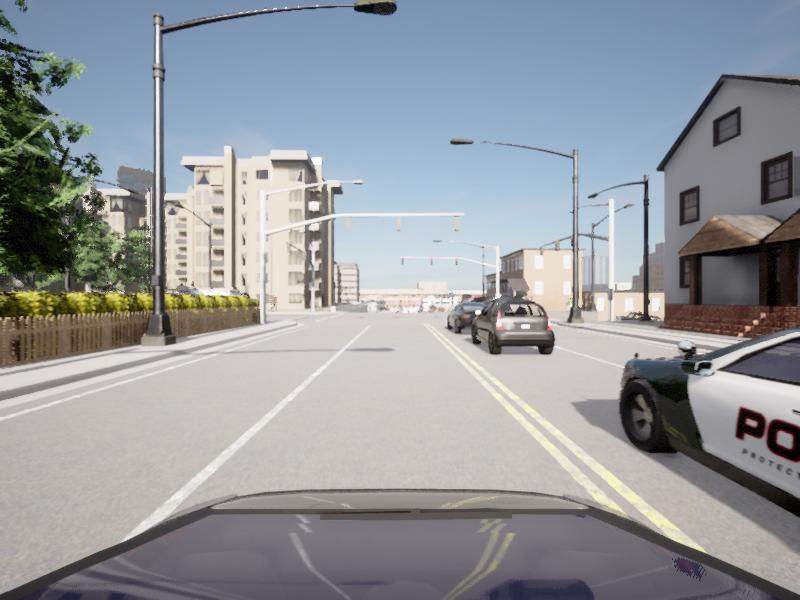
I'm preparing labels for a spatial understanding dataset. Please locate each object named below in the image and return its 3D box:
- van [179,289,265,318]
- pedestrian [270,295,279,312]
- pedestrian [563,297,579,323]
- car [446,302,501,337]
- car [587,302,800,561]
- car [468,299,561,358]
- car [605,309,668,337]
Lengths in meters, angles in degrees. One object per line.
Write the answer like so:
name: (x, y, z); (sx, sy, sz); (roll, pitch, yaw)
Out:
van: (-15.311, 0.327, 34.652); (6.366, 2.431, 2.351); (0, 0, 1)
pedestrian: (-14.236, 0.421, 45.538); (0.751, 1.860, 0.751); (0, 0, 5)
pedestrian: (12.060, 0.702, 28.282); (0.751, 1.860, 0.751); (0, 0, -15)
car: (3.434, 0.841, 19.462); (1.812, 1.442, 4.674); (0, 0, 0)
car: (3.476, 0.827, 2.750); (2.038, 1.542, 4.974); (0, 1, 0)
car: (3.451, 0.769, 12.898); (1.851, 1.617, 3.988); (0, 0, 0)
car: (22.257, 2.105, 37.770); (4.605, 1.855, 1.932); (9, 0, 0)
